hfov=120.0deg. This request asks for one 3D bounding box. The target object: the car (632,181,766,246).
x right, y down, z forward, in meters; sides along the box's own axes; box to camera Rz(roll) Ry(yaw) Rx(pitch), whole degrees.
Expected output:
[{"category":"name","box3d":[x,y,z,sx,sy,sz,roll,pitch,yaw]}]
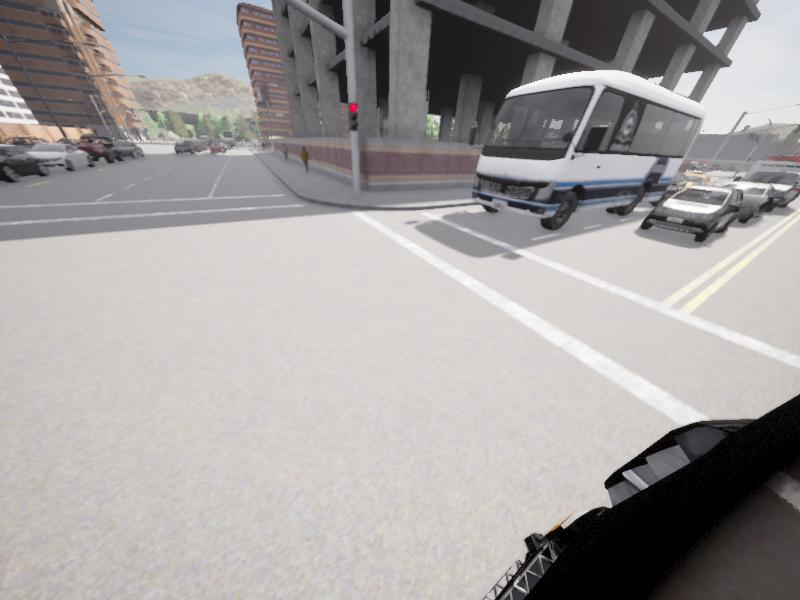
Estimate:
[{"category":"car","box3d":[10.628,-3.237,8.266,3.705,1.549,1.789,-16,38,-26]}]

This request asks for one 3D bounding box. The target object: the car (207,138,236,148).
[{"category":"car","box3d":[-46.366,-40.792,60.086,5.566,2.045,2.150,-16,38,-26]}]

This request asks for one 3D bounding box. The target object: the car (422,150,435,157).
[{"category":"car","box3d":[8.398,-43.818,69.001,1.851,1.617,3.988,-16,38,-26]}]

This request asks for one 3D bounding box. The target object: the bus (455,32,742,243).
[{"category":"bus","box3d":[7.802,-5.697,9.316,10.273,4.253,3.944,-16,38,-26]}]

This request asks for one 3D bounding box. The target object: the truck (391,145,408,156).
[{"category":"truck","box3d":[-0.163,-42.139,65.021,2.615,2.467,5.204,-16,38,-26]}]

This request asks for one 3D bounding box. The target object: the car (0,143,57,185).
[{"category":"car","box3d":[-19.376,-6.506,10.944,1.970,1.475,3.806,-15,38,-25]}]

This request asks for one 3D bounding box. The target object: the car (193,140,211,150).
[{"category":"car","box3d":[-39.968,-31.263,46.665,2.007,1.525,4.514,-16,38,-26]}]

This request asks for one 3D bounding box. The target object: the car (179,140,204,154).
[{"category":"car","box3d":[-33.369,-24.633,37.080,2.033,1.649,4.856,-16,38,-26]}]

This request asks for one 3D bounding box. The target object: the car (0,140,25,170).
[{"category":"car","box3d":[-24.794,-8.054,12.857,2.163,1.488,4.792,-16,38,-26]}]

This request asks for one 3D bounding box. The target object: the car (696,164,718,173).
[{"category":"car","box3d":[80.399,-34.439,60.497,4.611,1.667,2.242,-16,38,-26]}]

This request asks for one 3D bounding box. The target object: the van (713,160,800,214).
[{"category":"van","box3d":[22.776,-7.052,14.174,6.366,2.431,2.351,-16,38,-26]}]

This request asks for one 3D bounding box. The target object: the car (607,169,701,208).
[{"category":"car","box3d":[15.351,-6.862,13.998,4.611,1.667,2.242,-16,38,-26]}]

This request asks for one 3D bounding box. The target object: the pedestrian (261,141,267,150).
[{"category":"pedestrian","box3d":[-32.359,-36.664,54.783,0.751,1.860,0.751,-16,38,-26]}]

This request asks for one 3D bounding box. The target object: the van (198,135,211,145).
[{"category":"van","box3d":[-65.680,-53.805,77.735,1.988,2.561,5.915,-16,38,-26]}]

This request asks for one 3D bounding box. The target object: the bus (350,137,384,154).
[{"category":"bus","box3d":[-10.831,-51.784,77.416,10.273,4.253,3.944,-16,38,-26]}]

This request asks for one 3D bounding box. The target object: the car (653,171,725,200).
[{"category":"car","box3d":[21.471,-8.566,17.125,5.366,1.575,1.801,-16,38,-26]}]

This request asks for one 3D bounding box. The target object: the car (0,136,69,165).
[{"category":"car","box3d":[-27.972,-11.318,17.422,1.851,1.617,3.988,-16,38,-26]}]

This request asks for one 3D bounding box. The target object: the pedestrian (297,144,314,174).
[{"category":"pedestrian","box3d":[-7.010,-10.402,17.120,0.751,1.860,0.751,-13,37,-23]}]

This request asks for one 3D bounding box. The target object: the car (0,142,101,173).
[{"category":"car","box3d":[-22.202,-9.335,15.025,1.812,1.442,4.674,-16,38,-26]}]

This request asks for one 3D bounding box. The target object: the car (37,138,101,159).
[{"category":"car","box3d":[-31.013,-14.342,21.870,1.816,1.474,4.193,-16,38,-26]}]

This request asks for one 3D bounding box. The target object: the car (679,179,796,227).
[{"category":"car","box3d":[16.185,-4.799,11.093,4.902,1.511,2.128,-16,38,-26]}]

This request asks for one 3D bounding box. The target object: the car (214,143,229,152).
[{"category":"car","box3d":[-34.623,-29.678,44.896,1.895,1.301,4.718,-16,38,-26]}]

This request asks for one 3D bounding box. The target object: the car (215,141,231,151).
[{"category":"car","box3d":[-38.427,-33.630,50.348,2.242,1.667,4.611,-16,38,-26]}]

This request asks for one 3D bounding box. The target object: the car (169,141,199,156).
[{"category":"car","box3d":[-30.046,-21.221,32.293,2.128,1.511,4.902,-16,38,-26]}]

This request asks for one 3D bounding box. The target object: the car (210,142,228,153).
[{"category":"car","box3d":[-31.582,-26.682,40.447,1.970,1.475,3.806,-16,38,-26]}]

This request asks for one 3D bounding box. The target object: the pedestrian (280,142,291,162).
[{"category":"pedestrian","box3d":[-13.402,-17.311,27.046,0.751,1.860,0.751,-14,37,-24]}]

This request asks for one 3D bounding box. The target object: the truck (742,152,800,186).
[{"category":"truck","box3d":[56.640,-18.565,32.810,2.891,3.827,8.468,5,34,3]}]

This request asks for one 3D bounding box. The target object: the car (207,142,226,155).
[{"category":"car","box3d":[-28.735,-23.836,36.303,1.789,1.549,3.705,-16,38,-26]}]

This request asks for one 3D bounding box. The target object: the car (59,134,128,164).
[{"category":"car","box3d":[-25.186,-12.549,19.238,1.905,1.878,3.866,-16,38,-26]}]

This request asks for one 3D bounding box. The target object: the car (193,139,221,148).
[{"category":"car","box3d":[-50.978,-41.519,61.275,5.366,1.575,1.801,-16,38,-26]}]

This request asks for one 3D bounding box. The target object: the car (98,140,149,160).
[{"category":"car","box3d":[-28.340,-15.567,23.909,1.837,1.490,4.892,-15,38,-25]}]
